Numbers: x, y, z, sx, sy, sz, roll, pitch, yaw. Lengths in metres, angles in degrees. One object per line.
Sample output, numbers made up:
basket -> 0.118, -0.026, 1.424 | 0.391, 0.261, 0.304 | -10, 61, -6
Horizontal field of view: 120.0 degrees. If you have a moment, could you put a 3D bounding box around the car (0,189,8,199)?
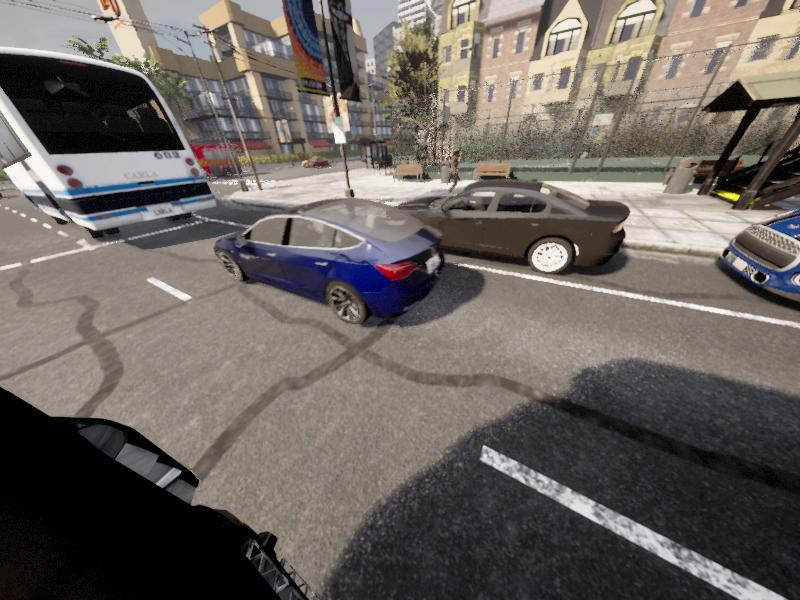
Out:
car -> -38.046, -9.524, 20.287 | 4.181, 1.385, 1.994 | 4, 34, 11

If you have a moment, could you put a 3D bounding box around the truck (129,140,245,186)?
truck -> -23.313, -15.727, 26.163 | 2.891, 3.827, 8.468 | 19, 39, 29

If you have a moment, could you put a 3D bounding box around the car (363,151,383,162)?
car -> -5.398, -28.681, 46.160 | 1.851, 1.617, 3.988 | 15, 38, 26

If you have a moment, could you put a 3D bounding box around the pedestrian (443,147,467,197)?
pedestrian -> 2.440, -5.717, 10.374 | 0.751, 1.860, 0.751 | 11, 36, 20

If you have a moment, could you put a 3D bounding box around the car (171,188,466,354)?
car -> -1.537, -1.055, 4.354 | 4.792, 1.488, 2.163 | 16, 38, 26

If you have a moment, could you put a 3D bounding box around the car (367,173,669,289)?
car -> 1.975, -1.944, 5.346 | 5.008, 1.535, 2.097 | 15, 38, 26

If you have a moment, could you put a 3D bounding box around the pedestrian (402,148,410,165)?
pedestrian -> 0.772, -18.709, 30.076 | 0.751, 1.860, 0.751 | 16, 38, 26

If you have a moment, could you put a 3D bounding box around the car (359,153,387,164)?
car -> -4.752, -25.310, 41.223 | 2.033, 1.411, 5.357 | 15, 38, 26

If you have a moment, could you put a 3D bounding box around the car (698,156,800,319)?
car -> 7.596, -0.556, 2.554 | 4.553, 1.767, 2.185 | 15, 38, 26

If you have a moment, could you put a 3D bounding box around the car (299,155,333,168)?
car -> -14.205, -23.641, 39.336 | 1.801, 1.575, 5.366 | 15, 38, 26

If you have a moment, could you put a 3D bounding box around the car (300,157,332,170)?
car -> -12.842, -21.001, 35.440 | 1.994, 1.385, 4.181 | 15, 38, 26

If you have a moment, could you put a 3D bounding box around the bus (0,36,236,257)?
bus -> -11.870, -5.024, 8.672 | 10.273, 4.253, 3.944 | 14, 37, 27
